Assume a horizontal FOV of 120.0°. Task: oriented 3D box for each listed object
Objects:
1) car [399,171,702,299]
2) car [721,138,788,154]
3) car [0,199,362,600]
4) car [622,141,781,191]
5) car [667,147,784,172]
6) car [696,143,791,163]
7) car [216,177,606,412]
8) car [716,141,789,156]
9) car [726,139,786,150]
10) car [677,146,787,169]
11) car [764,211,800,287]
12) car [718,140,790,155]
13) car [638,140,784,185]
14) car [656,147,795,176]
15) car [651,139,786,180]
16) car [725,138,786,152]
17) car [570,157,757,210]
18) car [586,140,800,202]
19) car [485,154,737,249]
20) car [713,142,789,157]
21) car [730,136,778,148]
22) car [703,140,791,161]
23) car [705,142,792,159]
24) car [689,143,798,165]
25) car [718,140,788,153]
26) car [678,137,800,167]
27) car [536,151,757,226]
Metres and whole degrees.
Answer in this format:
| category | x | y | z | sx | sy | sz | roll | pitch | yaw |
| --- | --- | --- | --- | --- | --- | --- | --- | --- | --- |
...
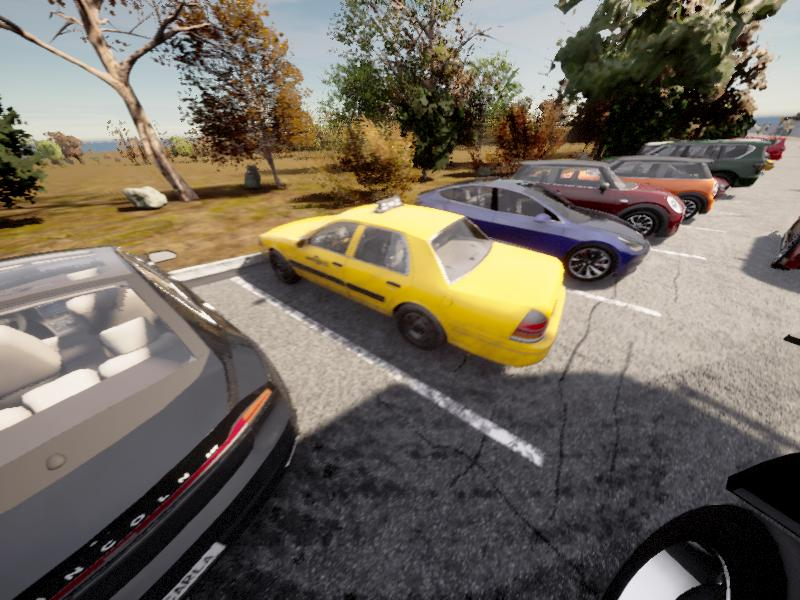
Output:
| category | x | y | z | sx | sy | sz | roll | pitch | yaw |
| --- | --- | --- | --- | --- | --- | --- | --- | --- | --- |
| car | 2.575 | -1.889 | 5.281 | 4.792 | 1.488 | 2.163 | 21 | 40 | 29 |
| car | 51.153 | -22.372 | 33.539 | 4.553 | 1.767 | 2.185 | 19 | 39 | 27 |
| car | -3.005 | 0.356 | 2.109 | 4.892 | 1.521 | 2.231 | 21 | 41 | 29 |
| car | 15.166 | -7.197 | 12.227 | 4.442 | 1.987 | 1.878 | 21 | 40 | 29 |
| car | 24.785 | -11.027 | 18.000 | 4.792 | 1.488 | 2.163 | 21 | 40 | 29 |
| car | 34.525 | -15.046 | 23.544 | 4.892 | 1.521 | 2.231 | 21 | 40 | 28 |
| car | -0.384 | -0.842 | 3.776 | 5.366 | 1.575 | 1.946 | 21 | 41 | 29 |
| car | 46.503 | -20.130 | 30.676 | 4.792 | 1.488 | 2.163 | 20 | 39 | 27 |
| car | 62.911 | -27.591 | 41.024 | 5.366 | 1.575 | 1.946 | 18 | 39 | 25 |
| car | 27.272 | -12.011 | 19.367 | 4.792 | 1.488 | 2.163 | 21 | 40 | 29 |
| car | 9.303 | -1.219 | 4.347 | 4.181 | 1.385 | 1.994 | -22 | 41 | -28 |
| car | 48.835 | -21.202 | 32.121 | 5.008 | 1.535 | 2.097 | 19 | 40 | 27 |
| car | 17.600 | -8.197 | 13.618 | 4.442 | 1.987 | 1.878 | 21 | 40 | 29 |
| car | 22.531 | -9.989 | 16.491 | 5.366 | 1.575 | 1.946 | 21 | 40 | 29 |
| car | 20.036 | -9.197 | 15.010 | 4.442 | 1.987 | 1.878 | 21 | 40 | 29 |
| car | 55.864 | -24.479 | 36.476 | 4.553 | 1.767 | 2.185 | 19 | 39 | 26 |
| car | 10.200 | -5.020 | 9.657 | 4.674 | 1.452 | 2.002 | 21 | 40 | 29 |
| car | 12.607 | -6.264 | 10.890 | 5.566 | 2.045 | 2.435 | 21 | 41 | 29 |
| car | 5.301 | -3.170 | 6.800 | 4.553 | 1.767 | 2.185 | 21 | 40 | 29 |
| car | 44.073 | -19.109 | 29.254 | 4.792 | 1.488 | 2.163 | 20 | 40 | 27 |
| car | 69.660 | -31.114 | 45.564 | 4.442 | 1.987 | 1.878 | 17 | 38 | 25 |
| car | 36.955 | -16.153 | 24.867 | 4.553 | 1.767 | 2.185 | 21 | 40 | 28 |
| car | 39.338 | -17.071 | 26.362 | 5.008 | 1.535 | 2.097 | 21 | 40 | 28 |
| car | 32.258 | -13.991 | 22.061 | 5.366 | 1.575 | 1.946 | 21 | 40 | 28 |
| car | 53.356 | -23.373 | 35.151 | 5.366 | 1.575 | 1.946 | 19 | 40 | 27 |
| car | 29.649 | -13.256 | 20.621 | 5.566 | 2.045 | 2.435 | 21 | 40 | 28 |
| car | 7.785 | -4.144 | 8.153 | 4.553 | 1.767 | 2.185 | 21 | 41 | 29 |
